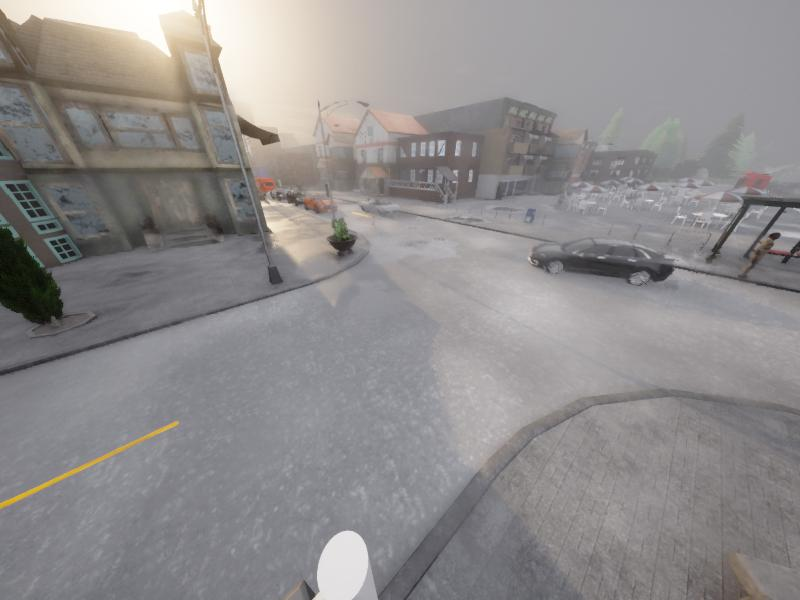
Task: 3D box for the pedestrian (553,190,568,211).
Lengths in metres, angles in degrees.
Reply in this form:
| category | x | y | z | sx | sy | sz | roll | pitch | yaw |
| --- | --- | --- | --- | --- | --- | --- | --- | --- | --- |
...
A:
| category | x | y | z | sx | sy | sz | roll | pitch | yaw |
| --- | --- | --- | --- | --- | --- | --- | --- | --- | --- |
| pedestrian | 16.848 | -10.456 | 24.254 | 0.751 | 1.860 | 0.751 | 14 | 33 | 23 |

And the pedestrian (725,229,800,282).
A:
| category | x | y | z | sx | sy | sz | roll | pitch | yaw |
| --- | --- | --- | --- | --- | --- | --- | --- | --- | --- |
| pedestrian | 14.234 | -1.756 | 9.138 | 0.751 | 1.860 | 0.751 | -12 | 32 | -19 |

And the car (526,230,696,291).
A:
| category | x | y | z | sx | sy | sz | roll | pitch | yaw |
| --- | --- | --- | --- | --- | --- | --- | --- | --- | --- |
| car | 8.372 | -1.868 | 9.952 | 4.892 | 1.490 | 1.837 | 12 | 30 | 20 |

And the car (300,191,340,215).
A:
| category | x | y | z | sx | sy | sz | roll | pitch | yaw |
| --- | --- | --- | --- | --- | --- | --- | --- | --- | --- |
| car | -8.443 | -10.278 | 24.220 | 2.097 | 1.767 | 4.553 | -23 | 37 | -34 |

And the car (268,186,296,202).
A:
| category | x | y | z | sx | sy | sz | roll | pitch | yaw |
| --- | --- | --- | --- | --- | --- | --- | --- | --- | --- |
| car | -17.014 | -15.267 | 33.125 | 2.038 | 1.542 | 4.974 | -23 | 37 | -34 |

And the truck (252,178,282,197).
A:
| category | x | y | z | sx | sy | sz | roll | pitch | yaw |
| --- | --- | --- | --- | --- | --- | --- | --- | --- | --- |
| truck | -21.968 | -18.629 | 38.003 | 2.627 | 2.467 | 5.204 | -23 | 37 | -34 |

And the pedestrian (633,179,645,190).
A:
| category | x | y | z | sx | sy | sz | roll | pitch | yaw |
| --- | --- | --- | --- | --- | --- | --- | --- | --- | --- |
| pedestrian | 48.145 | -23.306 | 46.510 | 0.751 | 1.860 | 0.751 | -12 | 32 | -20 |

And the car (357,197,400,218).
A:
| category | x | y | z | sx | sy | sz | roll | pitch | yaw |
| --- | --- | --- | --- | --- | --- | --- | --- | --- | --- |
| car | -2.219 | -9.465 | 23.310 | 1.895 | 1.301 | 4.718 | -23 | 37 | -34 |

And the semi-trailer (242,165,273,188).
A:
| category | x | y | z | sx | sy | sz | roll | pitch | yaw |
| --- | --- | --- | --- | --- | --- | --- | --- | --- | --- |
| semi-trailer | -34.849 | -30.256 | 56.196 | 2.717 | 4.402 | 14.254 | -23 | 37 | -34 |

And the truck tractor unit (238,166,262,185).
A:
| category | x | y | z | sx | sy | sz | roll | pitch | yaw |
| --- | --- | --- | --- | --- | --- | --- | --- | --- | --- |
| truck tractor unit | -39.945 | -33.190 | 61.504 | 3.053 | 4.208 | 6.516 | -23 | 37 | -34 |

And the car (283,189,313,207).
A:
| category | x | y | z | sx | sy | sz | roll | pitch | yaw |
| --- | --- | --- | --- | --- | --- | --- | --- | --- | --- |
| car | -12.676 | -12.715 | 28.629 | 1.851 | 1.617 | 3.988 | -23 | 37 | -34 |

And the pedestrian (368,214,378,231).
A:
| category | x | y | z | sx | sy | sz | roll | pitch | yaw |
| --- | --- | --- | --- | --- | --- | --- | --- | --- | --- |
| pedestrian | -1.970 | -5.650 | 16.850 | 0.500 | 1.100 | 0.500 | 13 | 33 | 21 |
